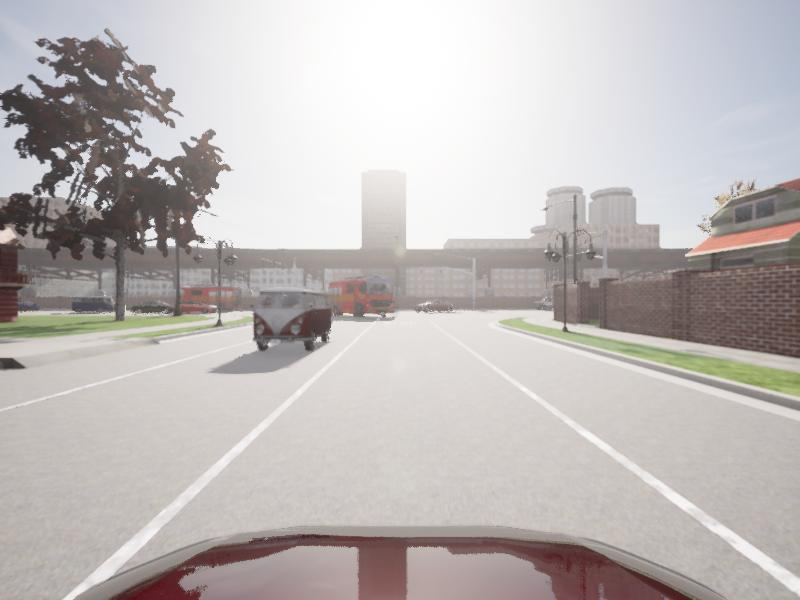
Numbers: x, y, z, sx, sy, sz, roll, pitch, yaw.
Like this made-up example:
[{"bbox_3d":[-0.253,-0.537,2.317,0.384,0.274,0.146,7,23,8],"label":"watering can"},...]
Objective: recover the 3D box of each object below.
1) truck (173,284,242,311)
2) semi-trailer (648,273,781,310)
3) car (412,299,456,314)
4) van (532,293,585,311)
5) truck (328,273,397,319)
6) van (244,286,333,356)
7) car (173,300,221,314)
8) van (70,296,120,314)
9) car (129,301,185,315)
[{"bbox_3d":[-27.138,-0.340,56.706,8.468,3.827,2.891,0,0,1],"label":"truck"},{"bbox_3d":[39.793,-0.994,50.975,14.254,4.402,2.717,-1,0,3],"label":"semi-trailer"},{"bbox_3d":[4.117,0.747,48.372,5.027,1.651,2.152,0,0,-33],"label":"car"},{"bbox_3d":[21.871,0.246,55.406,6.366,2.431,2.351,-1,0,2],"label":"van"},{"bbox_3d":[-3.762,-0.345,37.328,2.891,3.827,8.468,0,0,-32],"label":"truck"},{"bbox_3d":[-3.502,0.596,13.468,1.775,1.987,4.442,0,0,0],"label":"van"},{"bbox_3d":[-23.390,0.813,46.099,4.514,1.525,2.007,0,0,2],"label":"car"},{"bbox_3d":[-35.308,0.583,46.413,4.442,1.987,1.775,0,0,2],"label":"van"},{"bbox_3d":[-25.899,0.831,42.663,4.892,1.490,1.837,0,0,2],"label":"car"}]
